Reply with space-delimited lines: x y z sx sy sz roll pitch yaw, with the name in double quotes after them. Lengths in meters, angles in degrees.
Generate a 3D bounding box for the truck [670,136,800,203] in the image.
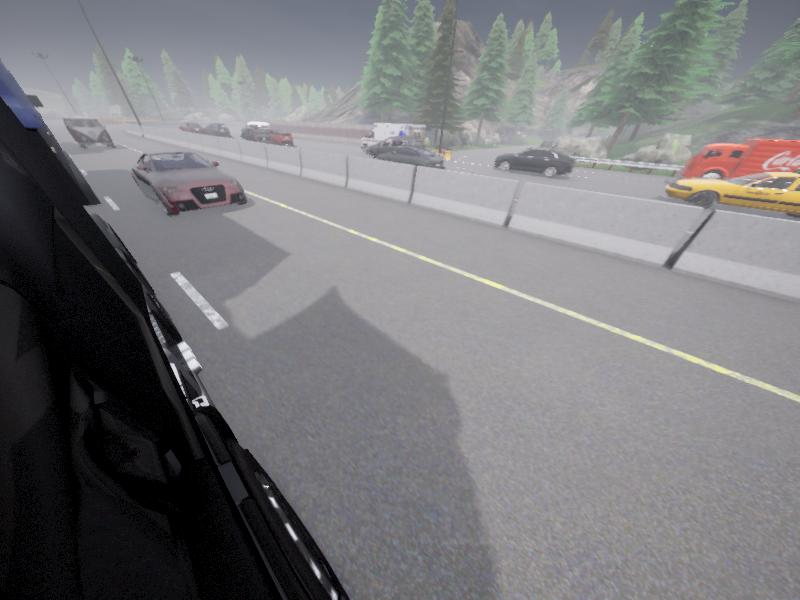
19.079 -7.143 12.434 5.204 2.467 2.627 27 43 29 "truck"

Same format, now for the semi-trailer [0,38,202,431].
-8.722 -3.587 4.208 14.254 4.402 2.717 28 43 30 "semi-trailer"

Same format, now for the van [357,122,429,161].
-0.829 -14.620 21.190 6.366 2.431 2.351 27 43 29 "van"

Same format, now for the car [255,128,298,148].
-13.854 -18.216 25.914 4.514 1.525 2.007 27 43 29 "car"

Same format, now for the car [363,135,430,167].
-0.338 -11.376 17.504 4.611 1.667 2.242 27 43 29 "car"

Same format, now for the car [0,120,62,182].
-16.198 -6.137 9.336 4.553 1.767 2.097 27 43 29 "car"

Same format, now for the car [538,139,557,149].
29.667 -31.334 46.364 2.128 1.511 4.902 25 42 27 "car"

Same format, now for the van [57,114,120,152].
-23.133 -12.424 17.153 4.442 1.987 1.775 27 43 29 "van"

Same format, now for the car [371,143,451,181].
0.525 -8.131 13.464 4.181 1.385 1.994 27 43 29 "car"

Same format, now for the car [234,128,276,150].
-14.045 -15.649 22.427 3.705 1.549 1.789 27 43 29 "car"

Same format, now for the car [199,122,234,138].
-27.041 -25.011 34.041 4.611 1.667 2.242 27 43 29 "car"

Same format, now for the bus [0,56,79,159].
-24.788 -11.607 14.053 10.273 4.253 3.944 27 43 29 "bus"

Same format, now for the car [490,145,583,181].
8.909 -9.261 15.427 4.892 1.490 1.837 27 43 29 "car"

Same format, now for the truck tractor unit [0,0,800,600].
-2.645 -0.295 0.351 6.516 4.208 3.053 28 44 30 "truck tractor unit"

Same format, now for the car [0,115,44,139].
-36.353 -16.411 21.896 4.611 1.667 2.242 28 43 29 "car"

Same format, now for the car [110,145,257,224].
-6.679 -3.768 7.138 4.181 1.385 1.994 27 43 29 "car"

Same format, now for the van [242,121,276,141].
-20.408 -24.452 33.417 4.480 2.038 2.069 27 43 29 "van"

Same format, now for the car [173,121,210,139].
-28.013 -22.878 31.012 4.553 1.767 2.097 27 43 29 "car"

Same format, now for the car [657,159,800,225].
13.867 -4.080 8.728 5.366 1.575 1.801 27 43 29 "car"
